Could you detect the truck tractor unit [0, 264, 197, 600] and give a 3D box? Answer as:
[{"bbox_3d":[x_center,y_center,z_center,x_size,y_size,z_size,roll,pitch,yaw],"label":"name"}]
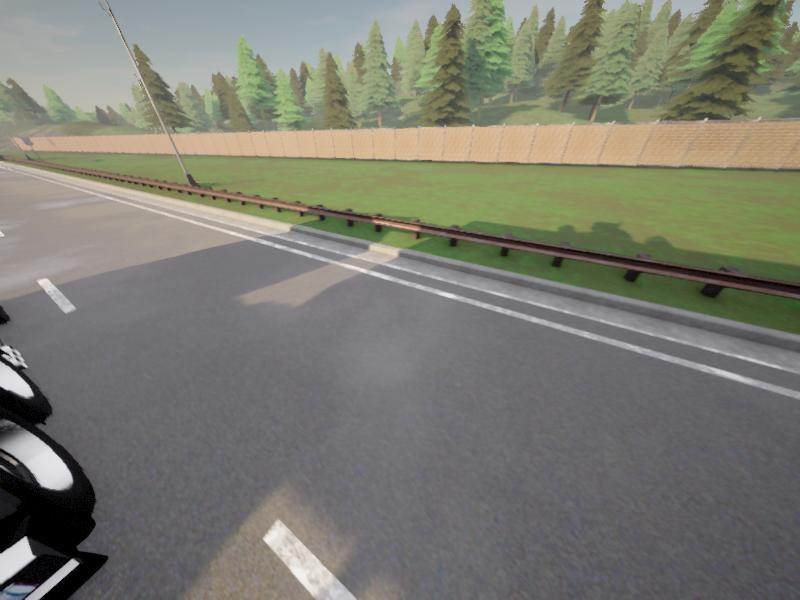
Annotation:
[{"bbox_3d":[-5.114,-0.295,0.783,6.516,4.208,3.053,18,39,24],"label":"truck tractor unit"}]
